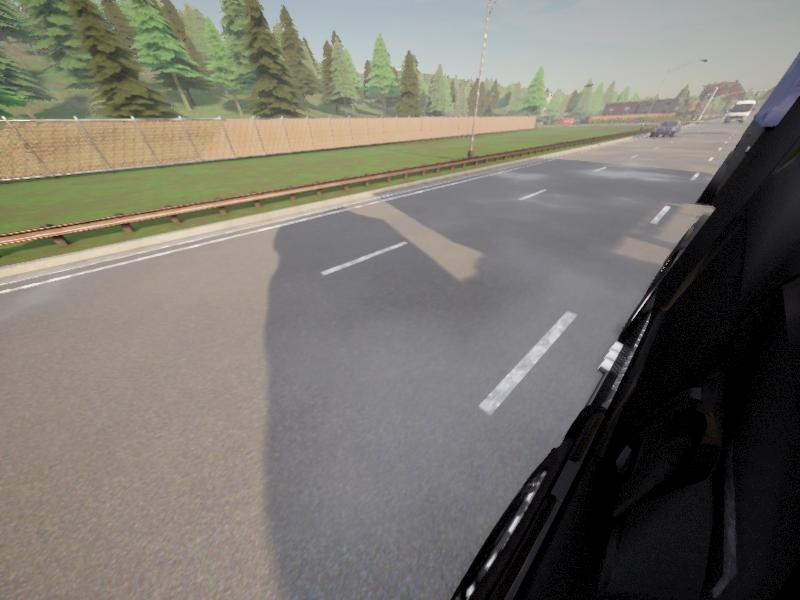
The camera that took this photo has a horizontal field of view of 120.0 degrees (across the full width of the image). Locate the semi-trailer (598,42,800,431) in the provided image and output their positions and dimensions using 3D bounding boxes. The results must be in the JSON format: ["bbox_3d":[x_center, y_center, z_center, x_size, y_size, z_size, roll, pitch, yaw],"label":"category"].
[{"bbox_3d":[8.698,-3.597,4.240,14.254,4.402,2.717,-28,44,-30],"label":"semi-trailer"}]

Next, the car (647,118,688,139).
[{"bbox_3d":[31.402,-20.106,27.119,4.553,1.767,2.097,-28,44,-30],"label":"car"}]

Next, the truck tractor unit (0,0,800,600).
[{"bbox_3d":[2.645,-0.295,0.352,6.516,4.208,3.053,-28,44,-30],"label":"truck tractor unit"}]

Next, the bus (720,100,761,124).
[{"bbox_3d":[84.374,-46.499,57.202,10.273,4.253,3.944,-28,44,-30],"label":"bus"}]
